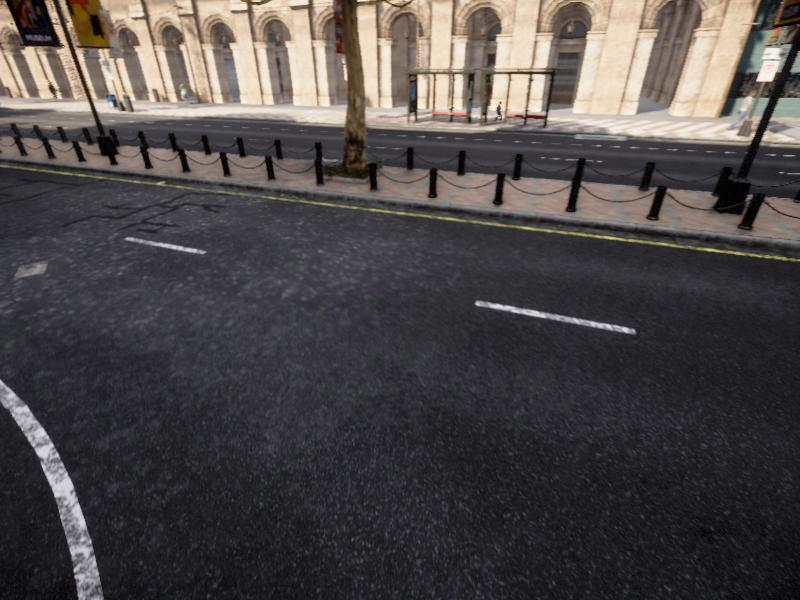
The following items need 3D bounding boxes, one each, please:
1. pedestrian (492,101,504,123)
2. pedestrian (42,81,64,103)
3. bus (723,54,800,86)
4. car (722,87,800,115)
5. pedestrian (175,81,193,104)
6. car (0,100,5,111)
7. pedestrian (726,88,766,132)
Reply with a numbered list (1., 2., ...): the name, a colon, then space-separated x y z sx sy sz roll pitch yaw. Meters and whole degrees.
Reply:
1. pedestrian: 5.669 -10.936 23.214 0.500 1.100 0.500 11 32 19
2. pedestrian: -33.694 -20.192 38.856 0.751 1.860 0.751 8 31 14
3. bus: 58.525 -36.362 63.204 10.273 4.253 3.944 13 33 22
4. car: 25.485 -13.636 27.343 4.786 1.482 2.161 11 32 19
5. pedestrian: -19.612 -18.839 36.343 0.751 1.860 0.751 11 32 19
6. car: -36.219 -16.676 33.772 4.718 1.301 1.895 11 32 19
7. pedestrian: 16.556 -9.124 19.207 0.751 1.860 0.751 12 32 20
